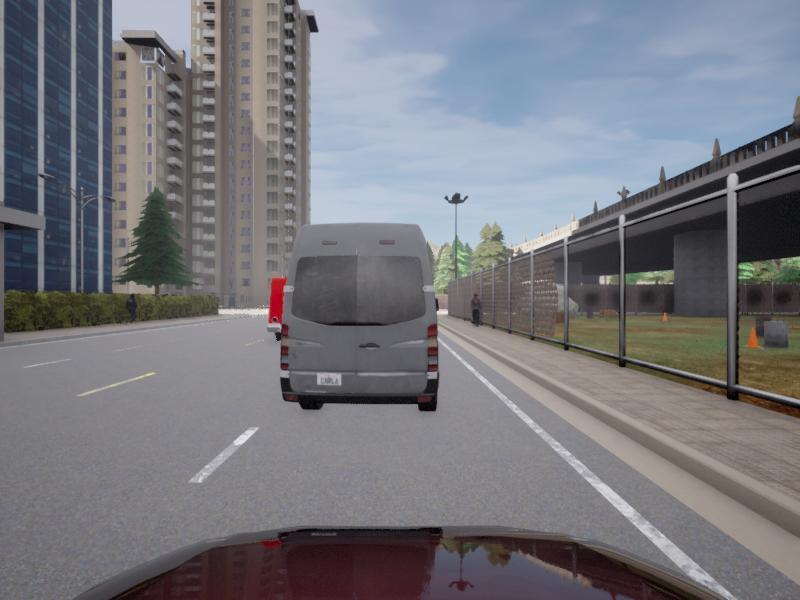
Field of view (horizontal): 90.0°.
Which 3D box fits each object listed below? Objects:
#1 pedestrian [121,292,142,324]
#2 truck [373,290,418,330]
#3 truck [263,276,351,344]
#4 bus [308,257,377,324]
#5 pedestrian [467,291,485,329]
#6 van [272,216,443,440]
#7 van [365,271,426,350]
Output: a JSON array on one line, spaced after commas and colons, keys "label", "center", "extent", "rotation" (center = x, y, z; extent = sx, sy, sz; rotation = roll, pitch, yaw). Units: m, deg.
[{"label": "pedestrian", "center": [-15.800, 0.485, 23.576], "extent": [0.751, 1.860, 0.751], "rotation": [0, 0, -2]}, {"label": "truck", "center": [-0.279, 0.542, 24.364], "extent": [2.390, 2.098, 6.274], "rotation": [0, 0, -1]}, {"label": "truck", "center": [-3.697, 0.359, 17.206], "extent": [2.627, 2.467, 5.204], "rotation": [0, 0, -1]}, {"label": "bus", "center": [-3.974, -0.540, 30.738], "extent": [3.944, 4.253, 10.273], "rotation": [0, -1, -1]}, {"label": "pedestrian", "center": [3.831, 0.485, 20.148], "extent": [0.751, 1.860, 0.751], "rotation": [0, 0, -2]}, {"label": "van", "center": [-0.353, 0.322, 7.571], "extent": [1.988, 2.561, 5.915], "rotation": [0, 0, 3]}, {"label": "van", "center": [-0.179, 0.323, 15.946], "extent": [1.988, 2.561, 5.915], "rotation": [0, 0, -1]}]
